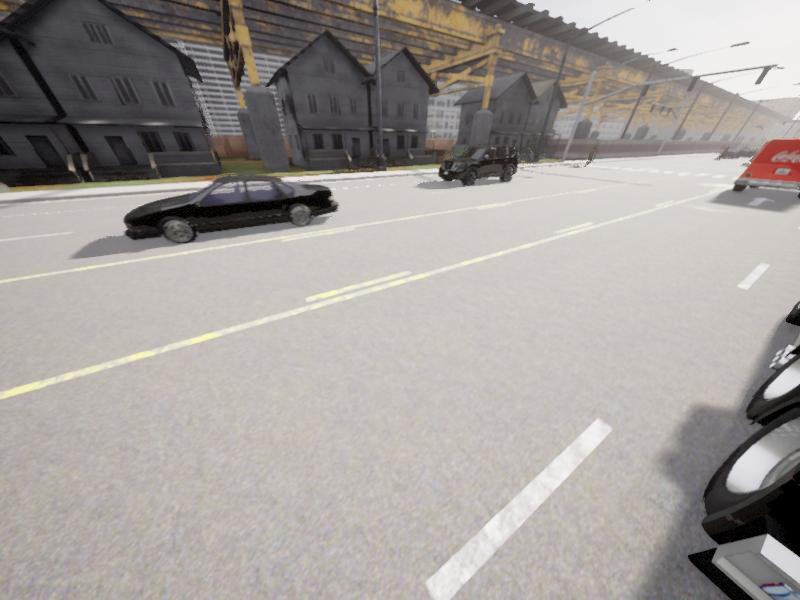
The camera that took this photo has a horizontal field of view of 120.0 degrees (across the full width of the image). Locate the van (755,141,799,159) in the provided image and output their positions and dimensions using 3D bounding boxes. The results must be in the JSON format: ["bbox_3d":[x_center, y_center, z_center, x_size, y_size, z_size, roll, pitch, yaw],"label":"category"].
[{"bbox_3d":[64.106,-25.501,39.272,6.366,2.431,2.351,-18,39,-24],"label":"van"}]

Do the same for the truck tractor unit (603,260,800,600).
[{"bbox_3d":[5.102,-0.308,0.800,6.516,4.208,3.053,-18,39,-25],"label":"truck tractor unit"}]

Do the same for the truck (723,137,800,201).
[{"bbox_3d":[20.593,-6.947,12.066,5.204,2.467,2.627,-17,39,-24],"label":"truck"}]

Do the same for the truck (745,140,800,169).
[{"bbox_3d":[42.629,-16.081,25.455,2.627,2.467,5.204,16,37,22],"label":"truck"}]

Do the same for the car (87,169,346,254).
[{"bbox_3d":[-4.656,-2.950,6.996,5.357,1.411,2.033,-18,39,-24],"label":"car"}]

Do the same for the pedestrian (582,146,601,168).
[{"bbox_3d":[19.825,-14.858,23.943,0.751,1.860,0.751,-28,44,-34],"label":"pedestrian"}]

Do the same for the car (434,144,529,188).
[{"bbox_3d":[5.183,-8.685,14.780,5.566,2.045,2.150,-18,39,-24],"label":"car"}]
